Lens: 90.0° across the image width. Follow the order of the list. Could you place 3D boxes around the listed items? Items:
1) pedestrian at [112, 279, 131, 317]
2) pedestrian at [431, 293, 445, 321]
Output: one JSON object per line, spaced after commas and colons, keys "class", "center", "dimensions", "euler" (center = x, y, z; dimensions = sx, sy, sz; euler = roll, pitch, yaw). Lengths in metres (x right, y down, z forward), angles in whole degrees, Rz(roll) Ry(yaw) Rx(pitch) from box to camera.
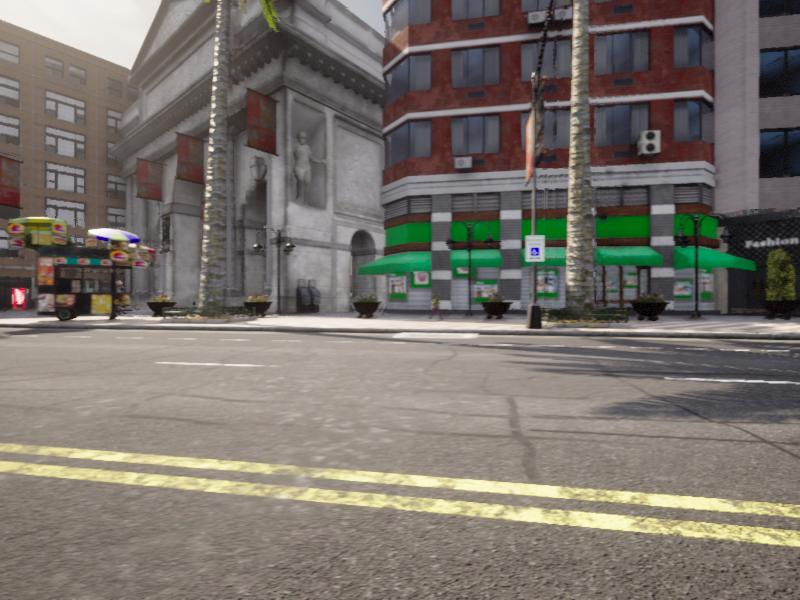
{"class": "pedestrian", "center": [-14.159, -0.111, 20.362], "dimensions": [0.751, 1.860, 0.751], "euler": [0, 0, -38]}
{"class": "pedestrian", "center": [1.505, 0.265, 15.892], "dimensions": [0.500, 1.100, 0.500], "euler": [0, 0, 11]}
